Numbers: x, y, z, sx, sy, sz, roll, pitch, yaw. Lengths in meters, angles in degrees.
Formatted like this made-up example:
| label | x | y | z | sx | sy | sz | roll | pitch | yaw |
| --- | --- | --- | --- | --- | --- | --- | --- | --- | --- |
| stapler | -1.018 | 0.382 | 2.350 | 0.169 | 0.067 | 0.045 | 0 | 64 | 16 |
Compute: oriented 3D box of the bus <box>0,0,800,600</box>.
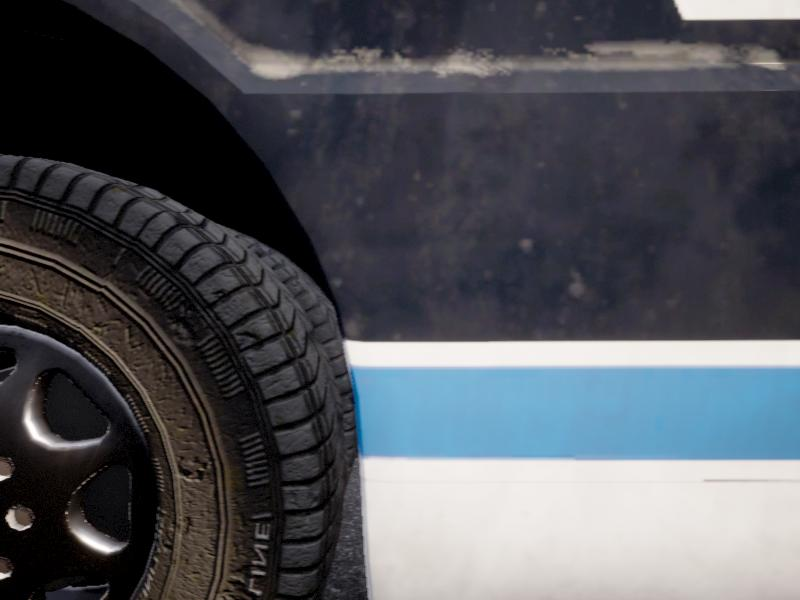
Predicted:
| label | x | y | z | sx | sy | sz | roll | pitch | yaw |
| --- | --- | --- | --- | --- | --- | --- | --- | --- | --- |
| bus | -2.903 | -1.133 | 2.039 | 10.273 | 4.253 | 3.944 | 0 | 0 | 1 |
